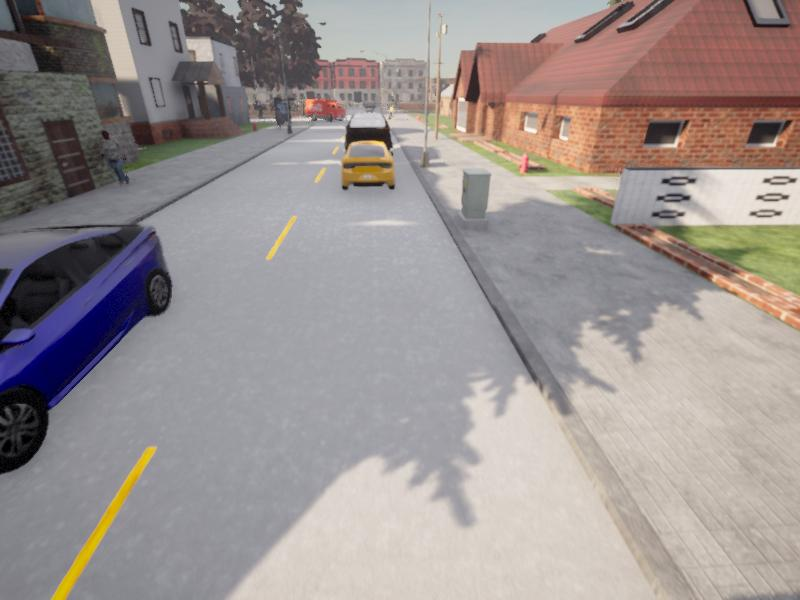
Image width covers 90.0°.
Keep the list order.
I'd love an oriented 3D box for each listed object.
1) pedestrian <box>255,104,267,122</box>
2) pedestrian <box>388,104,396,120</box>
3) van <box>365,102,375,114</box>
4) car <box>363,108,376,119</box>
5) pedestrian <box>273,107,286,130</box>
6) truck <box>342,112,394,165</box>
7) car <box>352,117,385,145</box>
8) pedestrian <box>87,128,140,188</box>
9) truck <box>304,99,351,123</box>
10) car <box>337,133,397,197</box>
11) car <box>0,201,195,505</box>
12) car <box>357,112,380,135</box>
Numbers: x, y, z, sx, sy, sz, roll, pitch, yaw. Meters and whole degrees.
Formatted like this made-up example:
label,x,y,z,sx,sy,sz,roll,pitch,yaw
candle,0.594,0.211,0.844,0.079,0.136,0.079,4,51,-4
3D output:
label,x,y,z,sx,sy,sz,roll,pitch,yaw
pedestrian,-15.969,-21.518,46.065,0.751,1.860,0.751,5,28,10
pedestrian,-0.966,-23.429,49.863,0.751,1.860,0.751,16,31,28
van,-5.699,-36.635,76.146,1.775,1.987,4.442,-2,27,-3
car,-4.622,-28.818,61.693,1.895,1.301,4.718,-2,27,-3
pedestrian,-10.891,-16.376,36.087,0.751,1.860,0.751,-2,27,-3
truck,-1.699,-8.948,21.718,2.390,2.098,6.274,-2,27,-3
car,-2.214,-12.217,28.716,2.128,1.511,4.902,-2,27,-3
pedestrian,-9.759,-4.860,13.716,0.751,1.860,0.751,-2,27,-3
truck,-8.903,-23.187,48.969,5.204,2.467,2.627,19,30,32
car,-1.208,-5.291,15.221,1.882,1.535,5.008,-2,27,-3
car,-4.429,0.178,4.585,2.007,1.525,4.514,-2,27,-3
car,-2.707,-15.345,34.691,1.851,1.617,3.988,-1,27,-3
